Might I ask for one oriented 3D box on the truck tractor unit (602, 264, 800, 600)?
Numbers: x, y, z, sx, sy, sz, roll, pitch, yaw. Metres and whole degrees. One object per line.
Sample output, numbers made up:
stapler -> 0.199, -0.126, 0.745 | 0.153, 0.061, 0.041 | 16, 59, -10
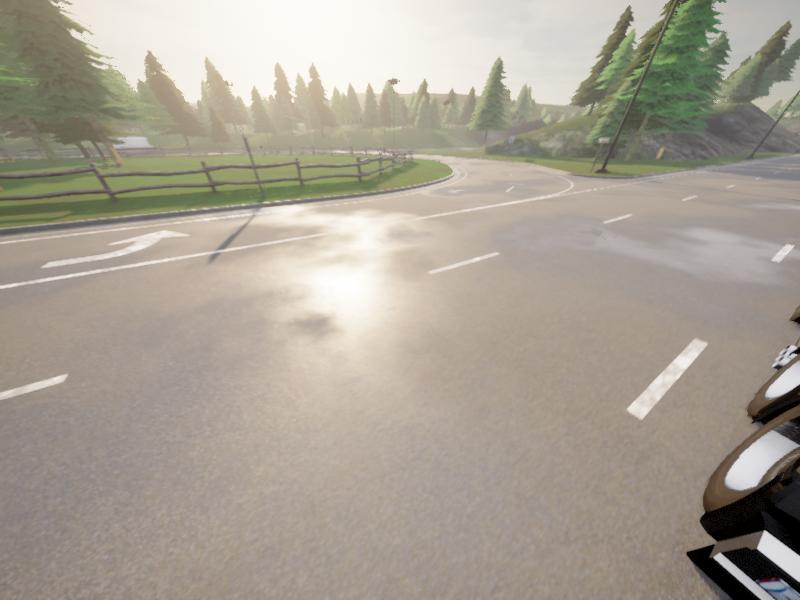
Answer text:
truck tractor unit -> 5.107, -0.305, 0.786 | 6.516, 4.208, 3.053 | -18, 39, -24

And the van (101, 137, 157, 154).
van -> -49.994, -28.705, 42.841 | 5.915, 2.561, 1.988 | -18, 39, -24
